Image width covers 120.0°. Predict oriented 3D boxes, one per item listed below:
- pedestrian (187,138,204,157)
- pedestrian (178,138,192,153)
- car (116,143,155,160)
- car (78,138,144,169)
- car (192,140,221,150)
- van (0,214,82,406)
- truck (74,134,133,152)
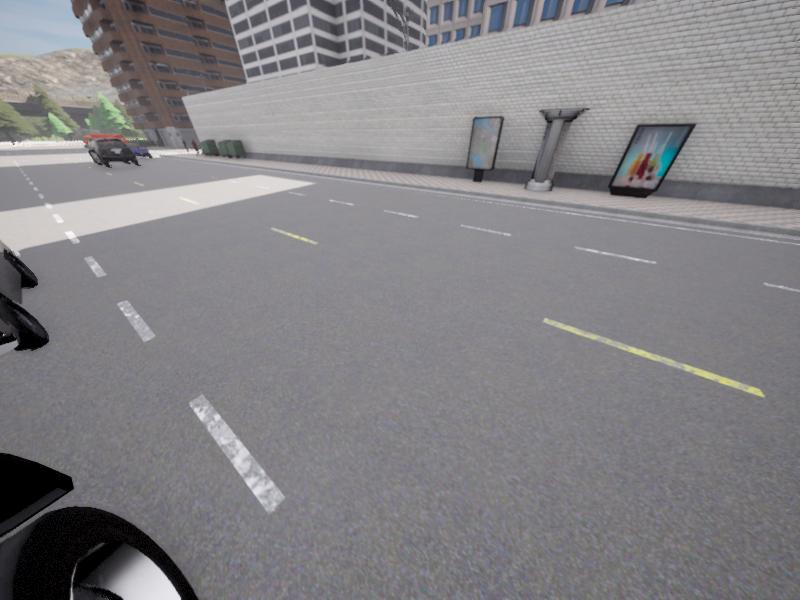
[{"bbox_3d":[-24.392,-18.235,27.568,0.751,1.860,0.751,22,41,28],"label":"pedestrian"},{"bbox_3d":[-32.751,-23.606,35.203,0.751,1.860,0.751,17,39,22],"label":"pedestrian"},{"bbox_3d":[-31.281,-17.595,27.299,4.193,1.474,1.816,22,41,28],"label":"car"},{"bbox_3d":[-25.465,-12.992,20.339,5.566,2.045,2.150,22,41,28],"label":"car"},{"bbox_3d":[-38.387,-30.798,45.860,1.789,1.549,3.705,22,41,28],"label":"car"},{"bbox_3d":[-6.158,-0.288,2.526,4.480,2.038,2.069,23,41,29],"label":"van"},{"bbox_3d":[-50.552,-26.959,39.616,5.204,2.467,2.627,-5,36,-9],"label":"truck"}]
